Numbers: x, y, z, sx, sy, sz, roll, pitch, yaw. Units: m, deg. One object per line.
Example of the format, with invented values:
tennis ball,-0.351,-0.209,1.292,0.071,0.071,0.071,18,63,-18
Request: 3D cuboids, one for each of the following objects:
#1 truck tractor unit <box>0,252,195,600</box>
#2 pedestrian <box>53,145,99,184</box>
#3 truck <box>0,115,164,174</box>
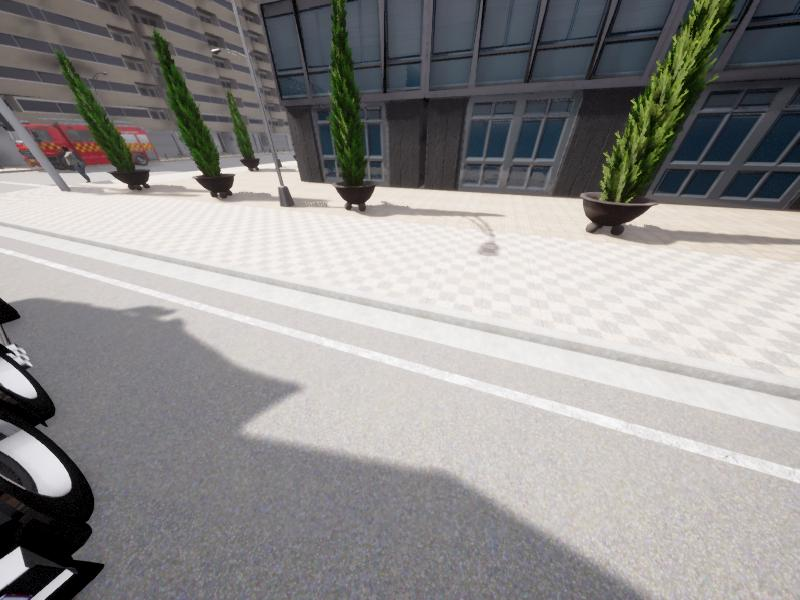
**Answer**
truck tractor unit,-5.090,-0.322,0.809,6.516,4.208,3.053,19,39,25
pedestrian,-18.645,-7.814,13.325,0.751,1.860,0.751,25,42,31
truck,-29.140,-14.693,21.874,2.891,3.827,8.468,11,37,16
